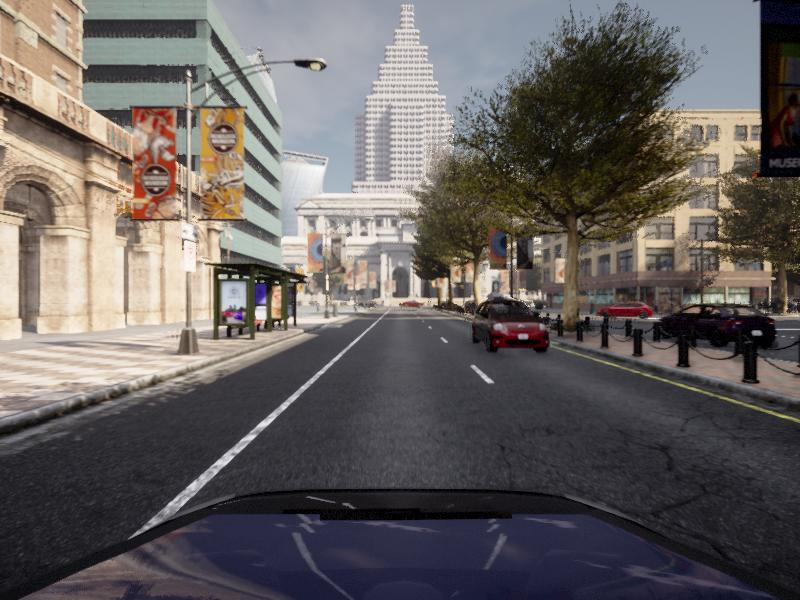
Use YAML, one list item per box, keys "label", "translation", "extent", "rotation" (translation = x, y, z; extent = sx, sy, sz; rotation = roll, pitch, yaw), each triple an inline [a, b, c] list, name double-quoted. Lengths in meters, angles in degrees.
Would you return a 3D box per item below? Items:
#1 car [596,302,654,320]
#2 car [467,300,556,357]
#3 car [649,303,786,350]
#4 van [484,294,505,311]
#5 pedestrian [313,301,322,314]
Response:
- label: "car"
  translation: [19.098, 0.885, 34.068]
  extent: [4.193, 1.474, 1.816]
  rotation: [0, 0, 33]
- label: "car"
  translation: [3.509, 0.801, 13.364]
  extent: [1.851, 1.617, 3.988]
  rotation: [0, 0, 0]
- label: "car"
  translation: [11.511, 0.868, 14.963]
  extent: [1.816, 1.474, 4.193]
  rotation: [0, 0, 0]
- label: "van"
  translation: [15.052, 0.380, 64.236]
  extent: [1.988, 2.561, 5.915]
  rotation: [0, 0, 0]
- label: "pedestrian"
  translation: [-8.446, 0.802, 41.155]
  extent: [0.751, 1.300, 0.751]
  rotation: [0, 0, 4]
